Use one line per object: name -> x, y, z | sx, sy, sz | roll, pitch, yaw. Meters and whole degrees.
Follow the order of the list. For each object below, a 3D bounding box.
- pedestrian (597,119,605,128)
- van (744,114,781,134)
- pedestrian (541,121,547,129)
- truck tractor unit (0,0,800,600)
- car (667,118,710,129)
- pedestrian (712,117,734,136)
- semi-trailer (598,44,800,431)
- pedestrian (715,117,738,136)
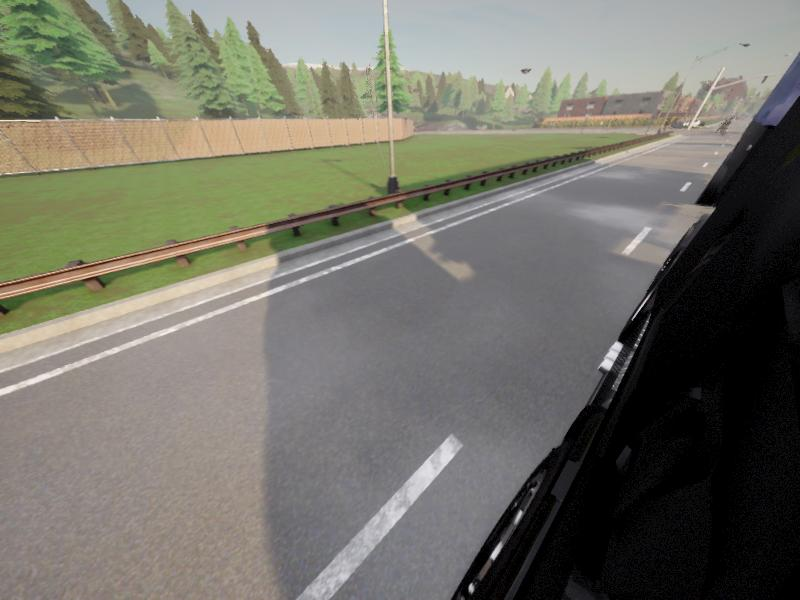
pedestrian -> 53.791, -47.212, 61.837 | 0.751, 1.860, 0.751 | -28, 44, -30
van -> 47.155, -22.992, 30.149 | 4.442, 1.987, 1.775 | -28, 44, -30
pedestrian -> 44.213, -53.657, 70.897 | 0.751, 1.860, 0.751 | -21, 41, -23
truck tractor unit -> 2.645, -0.295, 0.351 | 6.516, 4.208, 3.053 | -28, 44, -30
car -> 58.158, -35.652, 46.757 | 4.974, 1.542, 2.038 | 19, 42, 26
pedestrian -> 40.302, -21.724, 28.874 | 0.751, 1.860, 0.751 | 29, 47, 35
semi-trailer -> 8.700, -3.582, 4.257 | 14.254, 4.402, 2.717 | -28, 44, -30
pedestrian -> 39.384, -20.922, 27.856 | 0.751, 1.860, 0.751 | -27, 43, -29
